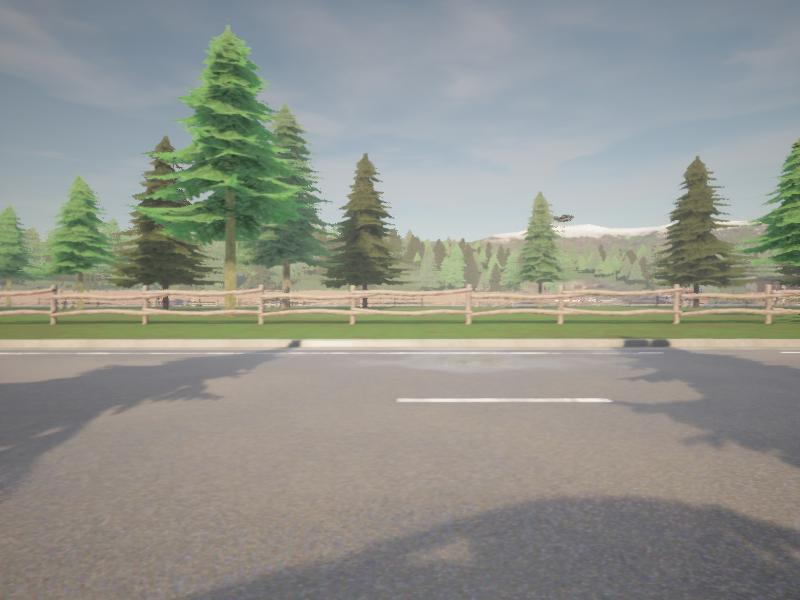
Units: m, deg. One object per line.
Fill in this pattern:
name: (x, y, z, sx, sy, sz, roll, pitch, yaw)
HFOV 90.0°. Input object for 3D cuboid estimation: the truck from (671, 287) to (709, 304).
truck: (67.616, -0.986, 93.495, 2.891, 3.827, 8.468, 0, 0, 0)

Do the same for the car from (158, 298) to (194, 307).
car: (-33.391, 0.339, 59.691, 4.181, 1.385, 1.994, 0, 0, 0)

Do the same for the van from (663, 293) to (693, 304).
van: (64.113, -0.285, 92.387, 2.351, 2.431, 6.366, 0, 0, 0)

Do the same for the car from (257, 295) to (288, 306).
car: (-21.233, 0.074, 66.732, 4.605, 1.855, 1.932, 0, 0, 0)
